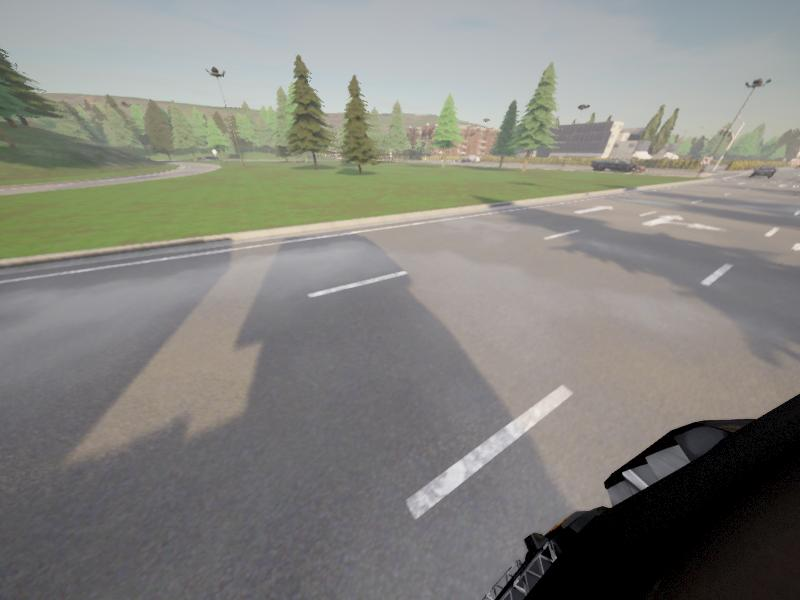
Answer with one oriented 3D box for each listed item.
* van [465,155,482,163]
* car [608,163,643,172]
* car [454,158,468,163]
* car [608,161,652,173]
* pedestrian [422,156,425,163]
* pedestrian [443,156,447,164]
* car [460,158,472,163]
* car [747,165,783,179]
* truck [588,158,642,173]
[{"bbox_3d":[28.998,-55.582,91.041,2.351,2.431,6.366,-17,36,-26],"label":"van"},{"bbox_3d":[43.888,-25.899,45.035,1.994,1.385,4.181,-17,36,-26],"label":"car"},{"bbox_3d":[23.134,-53.207,87.983,2.038,1.542,4.974,-17,36,-26],"label":"car"},{"bbox_3d":[41.810,-24.247,42.123,2.152,1.651,5.027,-17,36,-26],"label":"car"},{"bbox_3d":[7.656,-46.231,75.914,0.751,1.860,0.751,-16,36,-25],"label":"pedestrian"},{"bbox_3d":[13.162,-40.985,67.665,0.751,1.860,0.751,-16,36,-25],"label":"pedestrian"},{"bbox_3d":[25.771,-54.433,90.071,1.812,1.442,4.674,-17,36,-26],"label":"car"},{"bbox_3d":[52.814,-18.585,33.426,4.902,1.511,2.128,-19,37,-29],"label":"car"},{"bbox_3d":[38.196,-24.070,41.322,2.390,2.098,6.274,-17,36,-26],"label":"truck"}]
